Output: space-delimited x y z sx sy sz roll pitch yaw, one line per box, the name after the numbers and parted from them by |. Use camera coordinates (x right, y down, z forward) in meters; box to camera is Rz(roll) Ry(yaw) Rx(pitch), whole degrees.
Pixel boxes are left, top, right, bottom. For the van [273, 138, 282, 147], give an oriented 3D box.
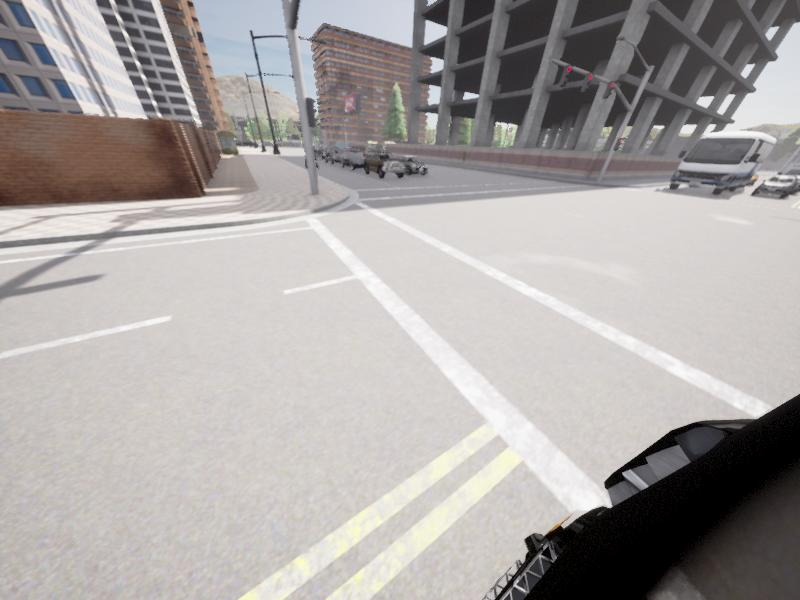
-46.378 -59.737 87.395 1.988 2.561 5.915 -16 38 -26 | van

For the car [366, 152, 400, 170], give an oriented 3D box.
-1.942 -15.280 25.351 1.812 1.442 4.674 -16 38 -26 | car

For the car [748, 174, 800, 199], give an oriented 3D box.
30.997 -9.367 18.970 3.705 1.549 1.789 -16 38 -26 | car

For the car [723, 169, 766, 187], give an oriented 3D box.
41.710 -14.805 27.921 5.366 1.575 1.801 -16 38 -26 | car

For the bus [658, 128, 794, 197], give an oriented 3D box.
28.144 -11.814 19.979 10.273 4.253 3.944 -17 38 -26 | bus

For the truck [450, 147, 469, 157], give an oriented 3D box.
19.346 -48.444 75.435 2.615 2.467 5.204 -16 38 -26 | truck

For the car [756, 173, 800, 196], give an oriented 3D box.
36.513 -10.977 21.850 4.902 1.511 2.128 -16 38 -26 | car

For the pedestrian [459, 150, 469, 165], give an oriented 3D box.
9.347 -20.800 33.798 0.751 1.860 0.751 -14 37 -24 | pedestrian

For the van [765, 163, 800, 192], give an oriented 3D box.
43.057 -13.287 24.991 6.366 2.431 2.351 -16 38 -27 | van

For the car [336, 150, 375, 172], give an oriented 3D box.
-4.502 -13.973 23.160 2.163 1.488 4.792 -16 38 -26 | car

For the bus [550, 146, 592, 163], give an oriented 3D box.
58.115 -49.733 78.963 3.944 4.253 10.273 -17 38 -27 | bus

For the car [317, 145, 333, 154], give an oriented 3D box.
-16.909 -33.983 52.101 2.007 1.525 4.514 -16 38 -26 | car

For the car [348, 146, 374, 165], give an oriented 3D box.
-4.992 -18.493 29.517 1.905 1.878 3.866 -16 38 -26 | car

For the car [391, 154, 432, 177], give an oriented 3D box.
0.946 -12.452 21.313 1.970 1.475 3.806 -16 38 -26 | car

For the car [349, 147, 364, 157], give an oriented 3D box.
-8.788 -29.824 46.477 1.789 1.549 3.705 -16 38 -26 | car

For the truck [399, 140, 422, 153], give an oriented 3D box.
4.096 -58.791 88.792 8.468 3.827 2.891 -16 38 -26 | truck

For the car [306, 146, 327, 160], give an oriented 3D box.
-12.509 -21.892 34.394 1.816 1.474 4.193 -16 38 -26 | car

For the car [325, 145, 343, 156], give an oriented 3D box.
-13.444 -30.600 47.217 2.033 1.649 4.856 -16 38 -26 | car

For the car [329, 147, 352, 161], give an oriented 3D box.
-9.280 -22.563 35.633 1.837 1.490 4.892 -16 38 -26 | car

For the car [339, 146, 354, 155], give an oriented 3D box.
-11.707 -32.675 50.594 1.970 1.475 3.806 -16 38 -26 | car

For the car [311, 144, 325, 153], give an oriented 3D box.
-20.190 -37.198 56.722 2.007 1.525 4.514 -16 38 -26 | car

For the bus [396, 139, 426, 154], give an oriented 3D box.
3.882 -56.727 85.300 10.273 4.253 3.944 -16 38 -26 | bus

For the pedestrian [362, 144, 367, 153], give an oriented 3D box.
-9.099 -38.747 59.221 0.751 1.860 0.751 -12 37 -22 | pedestrian

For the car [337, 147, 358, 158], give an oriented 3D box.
-9.579 -26.725 41.823 2.128 1.511 4.902 -16 38 -26 | car

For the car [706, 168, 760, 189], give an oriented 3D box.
35.635 -13.048 24.736 4.611 1.667 2.242 -17 38 -27 | car

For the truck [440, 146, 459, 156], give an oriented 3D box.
15.641 -47.356 73.518 2.615 2.467 5.204 -16 38 -26 | truck

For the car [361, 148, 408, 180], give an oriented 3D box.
-1.363 -11.084 18.723 1.932 1.855 4.605 -15 38 -25 | car

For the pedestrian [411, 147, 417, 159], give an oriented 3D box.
2.687 -27.678 43.573 0.751 1.860 0.751 -15 38 -24 | pedestrian

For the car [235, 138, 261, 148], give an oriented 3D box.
-41.129 -42.582 62.619 5.566 2.045 2.150 -16 38 -26 | car

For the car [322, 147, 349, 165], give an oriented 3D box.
-7.750 -17.236 27.676 1.851 1.617 3.988 -16 38 -26 | car
